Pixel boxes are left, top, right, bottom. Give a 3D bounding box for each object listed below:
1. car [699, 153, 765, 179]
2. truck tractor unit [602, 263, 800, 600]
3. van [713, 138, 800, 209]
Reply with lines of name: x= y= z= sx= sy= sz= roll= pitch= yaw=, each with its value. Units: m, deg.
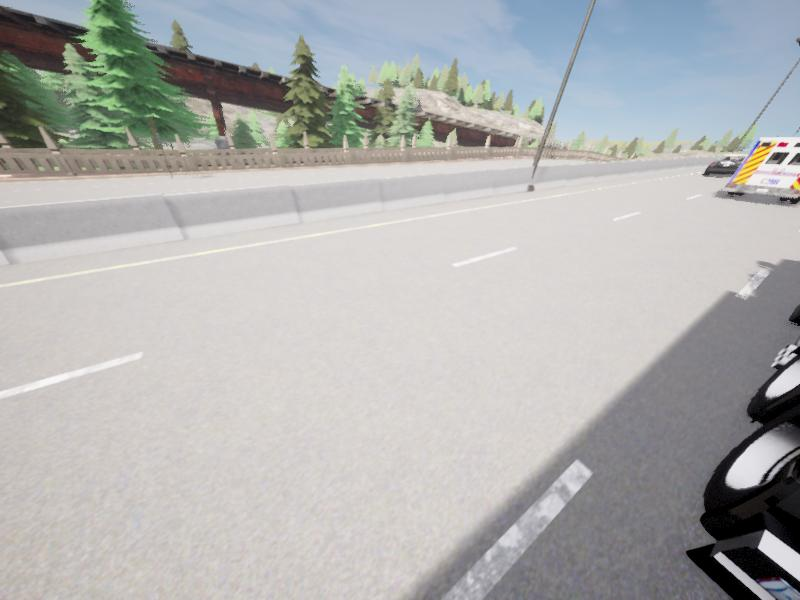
car: x=26.384 y=-10.700 z=18.366 sx=3.806 sy=1.475 sz=1.970 roll=-18 pitch=39 yaw=-24
truck tractor unit: x=5.111 y=-0.300 z=0.785 sx=6.516 sy=4.208 sz=3.053 roll=-18 pitch=39 yaw=-24
van: x=18.691 y=-6.283 z=11.103 sx=6.366 sy=2.431 sz=2.351 roll=-18 pitch=39 yaw=-24
